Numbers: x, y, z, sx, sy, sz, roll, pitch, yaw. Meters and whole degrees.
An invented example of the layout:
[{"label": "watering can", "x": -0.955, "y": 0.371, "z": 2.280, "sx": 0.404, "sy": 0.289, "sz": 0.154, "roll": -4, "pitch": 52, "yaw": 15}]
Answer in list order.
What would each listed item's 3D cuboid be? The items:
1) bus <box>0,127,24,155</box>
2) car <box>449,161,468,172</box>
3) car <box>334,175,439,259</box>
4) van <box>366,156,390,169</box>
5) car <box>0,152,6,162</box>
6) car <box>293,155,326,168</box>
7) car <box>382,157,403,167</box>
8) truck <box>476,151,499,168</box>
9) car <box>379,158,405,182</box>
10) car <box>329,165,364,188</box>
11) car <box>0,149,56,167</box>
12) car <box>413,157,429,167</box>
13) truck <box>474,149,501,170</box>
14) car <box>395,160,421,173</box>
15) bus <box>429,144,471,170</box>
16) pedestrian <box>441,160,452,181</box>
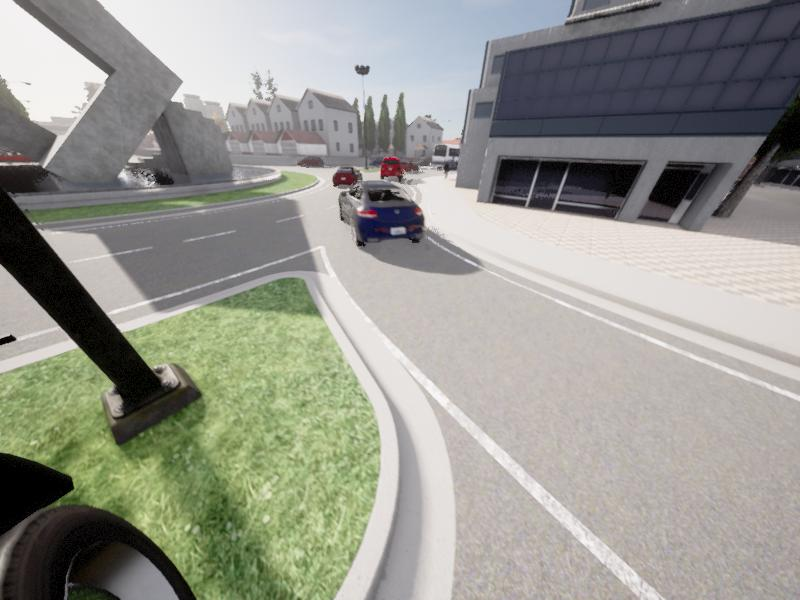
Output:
[{"label": "bus", "x": -75.497, "y": -29.727, "z": 43.126, "sx": 10.273, "sy": 4.253, "sz": 3.944, "roll": 24, "pitch": 38, "yaw": 30}, {"label": "car", "x": 11.196, "y": -25.581, "z": 44.142, "sx": 1.851, "sy": 1.617, "sz": 3.988, "roll": 22, "pitch": 37, "yaw": 28}, {"label": "car", "x": -0.856, "y": -3.258, "z": 8.116, "sx": 2.152, "sy": 1.651, "sz": 5.027, "roll": -9, "pitch": 34, "yaw": -17}, {"label": "van", "x": -4.078, "y": -25.954, "z": 43.496, "sx": 1.775, "sy": 1.987, "sz": 4.442, "roll": 27, "pitch": 40, "yaw": 33}, {"label": "car", "x": -52.938, "y": -18.630, "z": 29.537, "sx": 5.008, "sy": 1.535, "sz": 1.882, "roll": 24, "pitch": 38, "yaw": 31}, {"label": "car", "x": -15.276, "y": -23.569, "z": 39.255, "sx": 4.553, "sy": 1.767, "sz": 2.097, "roll": -18, "pitch": 37, "yaw": -29}, {"label": "car", "x": -1.559, "y": -30.312, "z": 50.833, "sx": 2.242, "sy": 1.667, "sz": 4.611, "roll": 23, "pitch": 38, "yaw": 30}, {"label": "truck", "x": 24.281, "y": -39.018, "z": 64.080, "sx": 2.891, "sy": 3.827, "sz": 8.468, "roll": 23, "pitch": 38, "yaw": 29}, {"label": "car", "x": -0.737, "y": -14.274, "z": 25.147, "sx": 2.150, "sy": 2.045, "sz": 5.566, "roll": 4, "pitch": 32, "yaw": 3}, {"label": "car", "x": -4.447, "y": -10.677, "z": 19.884, "sx": 1.994, "sy": 1.385, "sz": 4.181, "roll": 2, "pitch": 32, "yaw": -1}, {"label": "car", "x": -41.246, "y": -15.175, "z": 24.728, "sx": 2.007, "sy": 1.525, "sz": 4.514, "roll": 20, "pitch": 36, "yaw": 26}, {"label": "car", "x": 4.904, "y": -31.757, "z": 53.302, "sx": 1.905, "sy": 1.878, "sz": 3.866, "roll": 23, "pitch": 38, "yaw": 29}, {"label": "truck", "x": 21.089, "y": -33.571, "z": 55.278, "sx": 2.891, "sy": 3.827, "sz": 8.468, "roll": 23, "pitch": 38, "yaw": 29}, {"label": "car", "x": 1.335, "y": -21.347, "z": 36.815, "sx": 2.242, "sy": 1.667, "sz": 4.611, "roll": 18, "pitch": 36, "yaw": 23}, {"label": "bus", "x": 10.472, "y": -29.526, "z": 47.860, "sx": 3.944, "sy": 4.253, "sz": 10.273, "roll": 23, "pitch": 37, "yaw": 29}, {"label": "pedestrian", "x": 4.894, "y": -13.696, "z": 24.416, "sx": 0.751, "sy": 1.860, "sz": 0.751, "roll": 3, "pitch": 32, "yaw": 2}]
